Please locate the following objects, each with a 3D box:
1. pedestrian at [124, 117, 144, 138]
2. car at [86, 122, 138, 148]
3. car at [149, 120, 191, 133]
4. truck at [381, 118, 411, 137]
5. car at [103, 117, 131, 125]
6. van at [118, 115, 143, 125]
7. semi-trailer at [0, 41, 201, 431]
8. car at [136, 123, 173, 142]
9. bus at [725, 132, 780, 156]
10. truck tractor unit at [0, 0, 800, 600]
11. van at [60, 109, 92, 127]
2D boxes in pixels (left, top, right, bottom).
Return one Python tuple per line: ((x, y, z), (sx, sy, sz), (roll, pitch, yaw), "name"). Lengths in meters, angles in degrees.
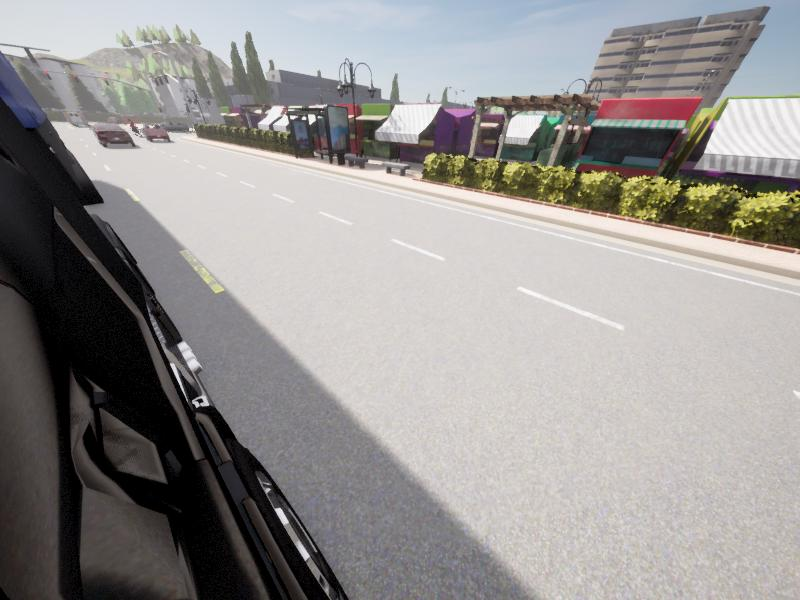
((-30.927, -20.024, 26.842), (0.751, 1.860, 0.751), (29, 44, 31), "pedestrian")
((-24.004, -13.764, 19.228), (5.008, 1.535, 1.882), (29, 44, 30), "car")
((-37.917, -28.604, 38.180), (2.007, 1.525, 4.514), (30, 45, 32), "car")
((-1.091, -46.408, 62.376), (2.891, 3.827, 8.468), (30, 44, 31), "truck")
((-73.015, -46.297, 59.749), (2.152, 1.651, 5.027), (-7, 38, -13), "car")
((-69.332, -46.394, 59.570), (1.775, 1.987, 4.442), (-7, 38, -13), "van")
((-8.683, -3.618, 4.239), (14.254, 4.402, 2.717), (28, 44, 30), "semi-trailer")
((-25.604, -17.491, 24.111), (3.633, 1.501, 1.845), (31, 45, 33), "car")
((85.286, -38.084, 56.270), (3.944, 4.253, 10.273), (28, 44, 30), "bus")
((-2.645, -0.295, 0.351), (6.516, 4.208, 3.053), (28, 44, 30), "truck tractor unit")
((-61.156, -34.467, 43.780), (2.351, 2.431, 6.366), (-28, 47, -35), "van")
